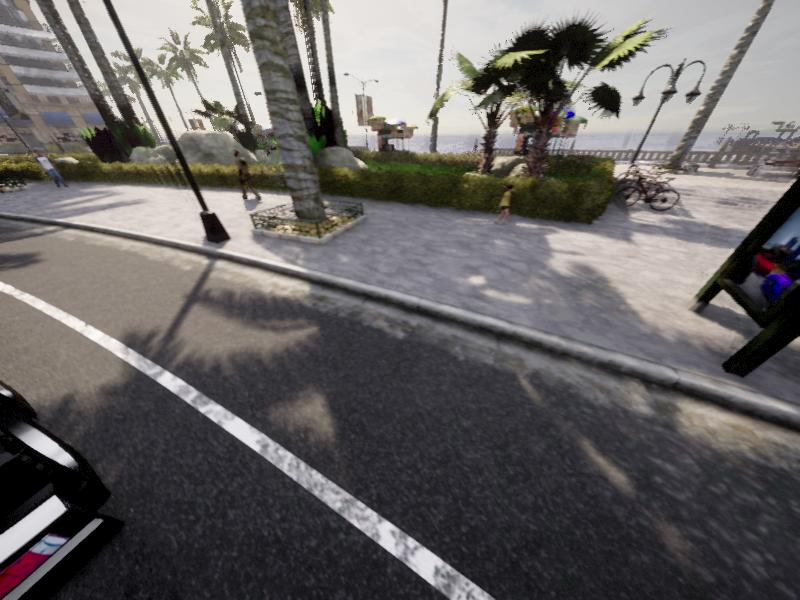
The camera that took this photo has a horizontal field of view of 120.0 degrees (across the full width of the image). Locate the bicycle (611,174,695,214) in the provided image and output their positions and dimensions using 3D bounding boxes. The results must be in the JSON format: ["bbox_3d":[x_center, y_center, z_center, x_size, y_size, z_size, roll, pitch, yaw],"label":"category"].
[{"bbox_3d":[8.535,-3.666,7.933,1.643,1.024,0.373,24,42,30],"label":"bicycle"}]

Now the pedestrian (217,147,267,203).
[{"bbox_3d":[-6.174,-4.909,9.122,0.751,1.860,0.751,13,37,18],"label":"pedestrian"}]

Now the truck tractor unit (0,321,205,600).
[{"bbox_3d":[-5.208,-0.189,0.636,6.516,4.208,3.053,14,38,20],"label":"truck tractor unit"}]

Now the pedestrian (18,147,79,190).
[{"bbox_3d":[-18.355,-6.899,12.126,0.751,1.860,0.751,10,36,14],"label":"pedestrian"}]

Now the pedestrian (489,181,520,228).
[{"bbox_3d":[2.912,-2.681,6.483,0.500,1.100,0.500,15,38,21],"label":"pedestrian"}]

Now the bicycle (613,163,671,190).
[{"bbox_3d":[11.602,-5.978,11.181,1.643,1.024,0.373,24,42,30],"label":"bicycle"}]

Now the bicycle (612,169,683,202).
[{"bbox_3d":[9.762,-4.591,9.232,1.643,1.024,0.373,24,42,30],"label":"bicycle"}]
